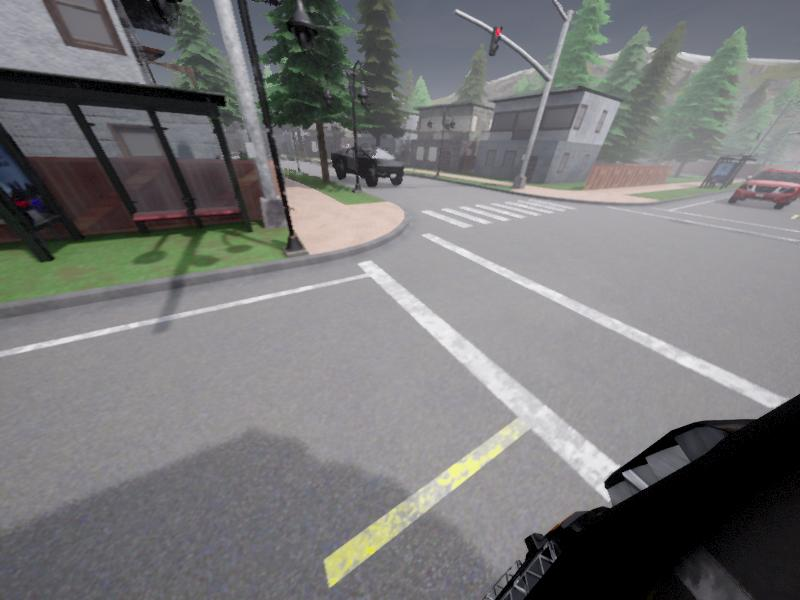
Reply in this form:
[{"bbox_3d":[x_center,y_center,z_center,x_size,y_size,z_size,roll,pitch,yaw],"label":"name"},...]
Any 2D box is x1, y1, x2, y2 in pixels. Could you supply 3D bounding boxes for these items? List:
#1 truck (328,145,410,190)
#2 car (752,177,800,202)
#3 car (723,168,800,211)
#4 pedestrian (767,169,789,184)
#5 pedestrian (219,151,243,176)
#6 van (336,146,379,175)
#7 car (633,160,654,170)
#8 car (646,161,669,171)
[{"bbox_3d":[-2.320,-9.240,15.836,2.390,2.098,6.274,-22,41,-33],"label":"truck"},{"bbox_3d":[30.888,-8.932,18.574,4.181,1.385,1.994,-16,38,-26],"label":"car"},{"bbox_3d":[23.989,-7.245,14.885,5.566,2.045,2.150,-16,38,-26],"label":"car"},{"bbox_3d":[53.166,-17.358,32.512,0.751,1.860,0.751,-17,38,-27],"label":"pedestrian"},{"bbox_3d":[-11.052,-8.966,15.167,0.751,1.300,0.751,28,41,33],"label":"pedestrian"},{"bbox_3d":[-4.068,-13.352,22.026,1.775,1.987,4.442,-26,43,-36],"label":"van"},{"bbox_3d":[58.312,-32.382,55.391,3.866,1.878,1.905,-17,38,-27],"label":"car"},{"bbox_3d":[59.952,-31.255,53.806,4.605,1.855,1.932,-17,38,-27],"label":"car"}]
